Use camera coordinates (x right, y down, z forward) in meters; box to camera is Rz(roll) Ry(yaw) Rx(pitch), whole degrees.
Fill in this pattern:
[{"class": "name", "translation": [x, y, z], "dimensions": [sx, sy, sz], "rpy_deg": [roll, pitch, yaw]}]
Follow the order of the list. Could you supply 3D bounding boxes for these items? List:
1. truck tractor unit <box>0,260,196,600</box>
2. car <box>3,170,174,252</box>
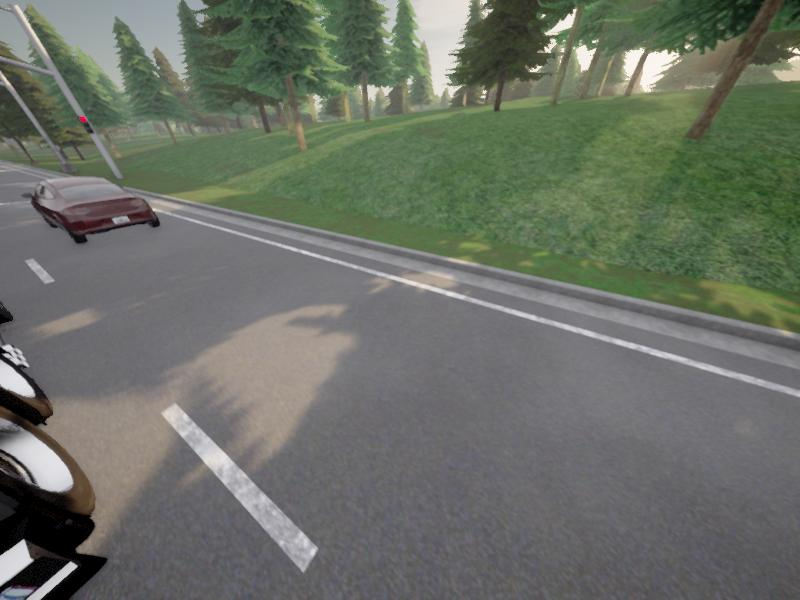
[{"class": "truck tractor unit", "translation": [-5.107, -0.304, 0.789], "dimensions": [6.516, 4.208, 3.053], "rpy_deg": [19, 39, 25]}, {"class": "car", "translation": [-9.385, -2.911, 6.988], "dimensions": [4.674, 1.442, 1.812], "rpy_deg": [18, 39, 25]}]
